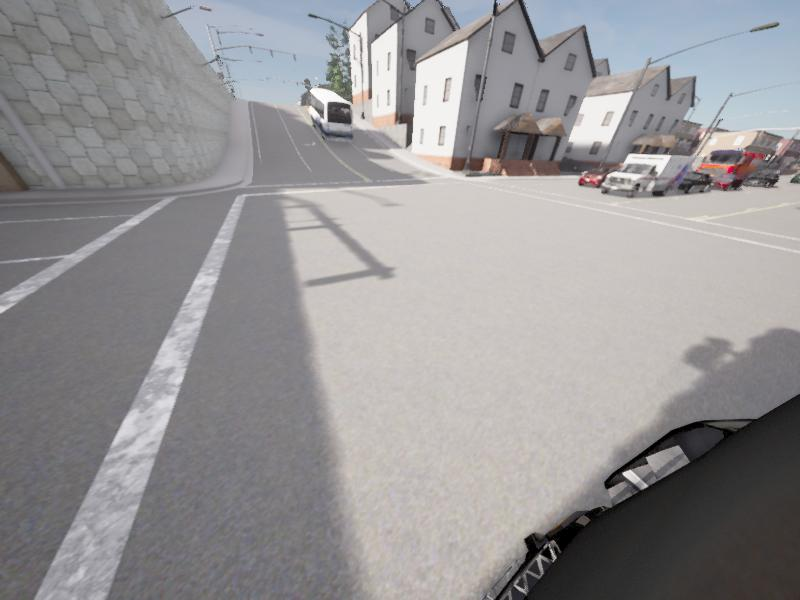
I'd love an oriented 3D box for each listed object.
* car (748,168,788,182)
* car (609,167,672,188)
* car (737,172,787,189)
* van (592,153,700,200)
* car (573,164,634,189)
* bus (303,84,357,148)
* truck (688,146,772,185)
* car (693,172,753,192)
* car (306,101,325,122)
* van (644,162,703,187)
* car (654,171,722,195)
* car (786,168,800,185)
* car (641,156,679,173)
[{"bbox_3d":[58.613,-19.906,36.816,4.553,1.767,2.097,-13,36,-22],"label":"car"},{"bbox_3d":[22.902,-11.744,22.035,4.902,1.511,2.128,-13,37,-22],"label":"car"},{"bbox_3d":[41.772,-13.851,26.666,4.892,1.490,1.837,-13,37,-22],"label":"car"},{"bbox_3d":[17.146,-8.693,16.169,6.366,2.431,2.351,-13,37,-22],"label":"van"},{"bbox_3d":[17.299,-10.528,19.688,3.988,1.617,1.851,-13,37,-22],"label":"car"},{"bbox_3d":[-8.957,-23.334,29.146,3.944,4.253,10.273,-13,50,-23],"label":"bus"},{"bbox_3d":[41.456,-16.882,29.101,8.468,3.827,2.891,-13,37,-22],"label":"truck"},{"bbox_3d":[30.948,-11.350,22.184,4.181,1.385,1.994,-12,36,-21],"label":"car"},{"bbox_3d":[-13.384,-29.804,36.489,1.801,1.575,5.366,-12,49,-23],"label":"car"},{"bbox_3d":[28.724,-13.277,24.308,4.480,2.038,2.069,-13,37,-22],"label":"van"},{"bbox_3d":[24.093,-9.870,19.317,4.892,1.490,1.837,-13,37,-22],"label":"car"},{"bbox_3d":[61.946,-18.623,34.899,5.566,2.045,2.150,-13,37,-22],"label":"car"},{"bbox_3d":[54.171,-28.299,48.269,2.033,1.411,5.357,-14,52,-23],"label":"car"}]
